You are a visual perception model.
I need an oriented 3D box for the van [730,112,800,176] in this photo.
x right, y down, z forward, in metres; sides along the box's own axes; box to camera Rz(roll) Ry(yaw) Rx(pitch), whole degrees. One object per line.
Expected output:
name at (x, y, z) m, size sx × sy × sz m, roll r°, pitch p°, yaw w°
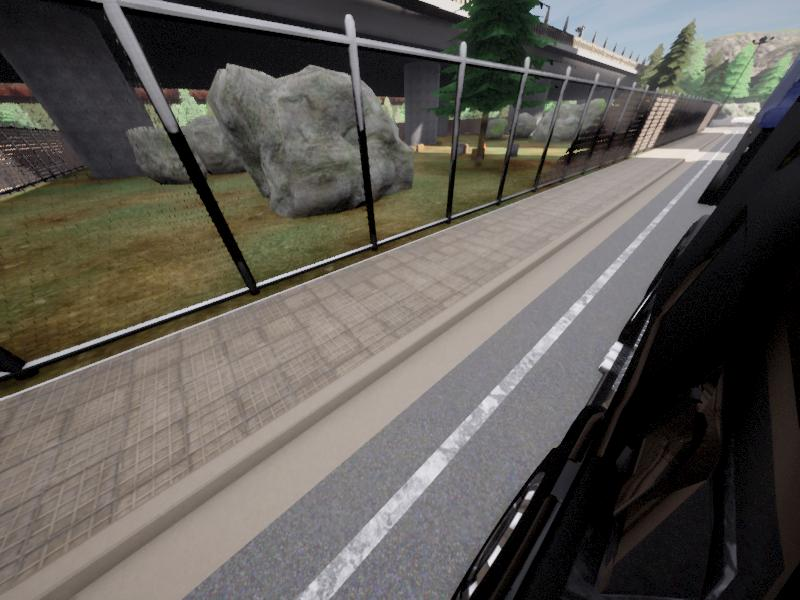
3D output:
van at (17.289, -7.003, 10.222) m, size 4.480 × 2.038 × 2.069 m, roll -26°, pitch 43°, yaw -29°

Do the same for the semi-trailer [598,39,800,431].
semi-trailer at (8.701, -3.605, 4.223) m, size 14.254 × 4.402 × 2.717 m, roll -28°, pitch 44°, yaw -30°

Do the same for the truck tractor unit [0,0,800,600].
truck tractor unit at (2.645, -0.295, 0.351) m, size 6.516 × 4.208 × 3.053 m, roll -28°, pitch 44°, yaw -30°
